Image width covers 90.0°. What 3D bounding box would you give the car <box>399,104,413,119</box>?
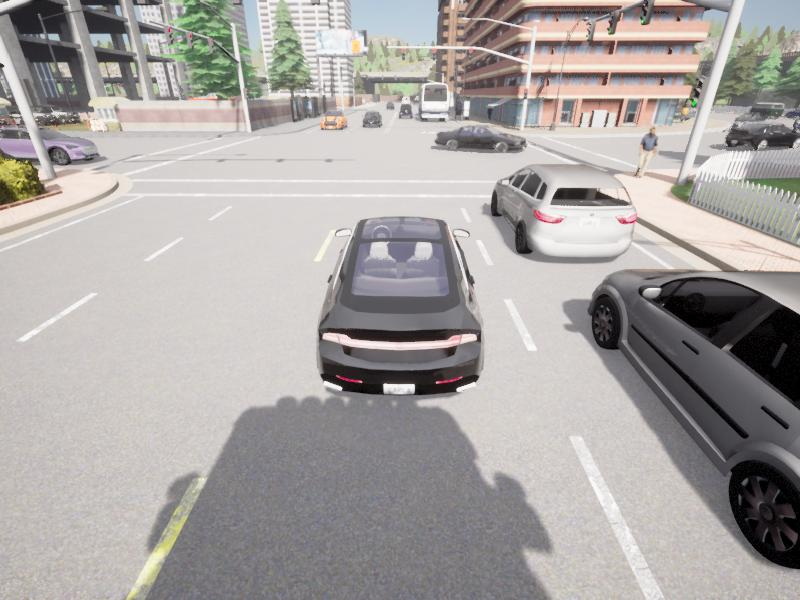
[{"bbox_3d":[0.822,-26.466,56.114,1.905,1.878,3.866,0,27,1],"label":"car"}]

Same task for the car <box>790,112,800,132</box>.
[{"bbox_3d":[37.391,-16.273,36.586,1.970,1.475,3.806,22,35,37],"label":"car"}]

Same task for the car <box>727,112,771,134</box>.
[{"bbox_3d":[30.757,-15.643,35.272,3.705,1.549,1.789,-20,34,-34],"label":"car"}]

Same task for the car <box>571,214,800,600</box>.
[{"bbox_3d":[3.497,0.482,3.924,1.851,1.617,3.988,0,27,1],"label":"car"}]

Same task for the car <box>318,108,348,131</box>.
[{"bbox_3d":[-6.450,-17.664,39.073,2.097,1.767,4.553,0,27,1],"label":"car"}]

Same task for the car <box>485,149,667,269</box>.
[{"bbox_3d":[3.608,-2.400,9.470,2.242,1.667,4.611,1,27,1],"label":"car"}]

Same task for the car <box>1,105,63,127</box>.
[{"bbox_3d":[-36.854,-18.483,40.151,3.866,1.878,1.905,0,27,1],"label":"car"}]

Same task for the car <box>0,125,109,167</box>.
[{"bbox_3d":[-17.282,-7.415,19.167,4.856,1.649,2.033,0,27,1],"label":"car"}]

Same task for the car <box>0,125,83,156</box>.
[{"bbox_3d":[-21.342,-8.925,22.365,5.357,1.411,2.033,0,27,0],"label":"car"}]

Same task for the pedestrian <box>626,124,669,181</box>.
[{"bbox_3d":[9.073,-5.429,14.742,0.751,1.860,0.751,7,28,13],"label":"pedestrian"}]

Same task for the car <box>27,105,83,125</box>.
[{"bbox_3d":[-36.817,-19.826,42.767,3.866,1.878,1.905,0,27,1],"label":"car"}]

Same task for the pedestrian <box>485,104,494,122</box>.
[{"bbox_3d":[10.537,-21.970,47.003,0.751,1.860,0.751,3,27,7],"label":"pedestrian"}]

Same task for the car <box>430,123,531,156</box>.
[{"bbox_3d":[4.676,-9.558,23.662,5.357,1.411,2.033,15,31,27],"label":"car"}]

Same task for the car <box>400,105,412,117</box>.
[{"bbox_3d":[0.933,-29.958,63.300,1.801,1.575,5.366,0,27,1],"label":"car"}]

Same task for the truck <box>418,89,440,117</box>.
[{"bbox_3d":[4.448,-31.288,63.383,2.891,3.827,8.468,0,27,1],"label":"truck"}]

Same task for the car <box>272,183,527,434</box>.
[{"bbox_3d":[0.026,-0.456,5.857,2.128,1.511,4.902,0,27,1],"label":"car"}]

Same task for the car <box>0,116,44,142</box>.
[{"bbox_3d":[-28.484,-12.238,28.587,3.988,1.617,1.851,0,27,0],"label":"car"}]

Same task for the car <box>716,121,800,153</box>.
[{"bbox_3d":[22.102,-9.923,24.199,4.892,1.490,1.837,-8,29,-15],"label":"car"}]

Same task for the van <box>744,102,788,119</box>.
[{"bbox_3d":[51.171,-26.562,56.071,1.775,1.987,4.442,1,27,2],"label":"van"}]

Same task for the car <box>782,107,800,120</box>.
[{"bbox_3d":[54.407,-25.228,54.023,1.816,1.474,4.193,3,27,6],"label":"car"}]

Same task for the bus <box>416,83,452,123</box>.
[{"bbox_3d":[4.143,-25.669,51.980,3.944,4.253,10.273,0,27,1],"label":"bus"}]

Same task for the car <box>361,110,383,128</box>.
[{"bbox_3d":[-2.899,-19.103,42.204,1.837,1.490,4.892,0,27,1],"label":"car"}]

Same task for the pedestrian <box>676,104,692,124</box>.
[{"bbox_3d":[30.492,-19.956,42.956,0.751,1.860,0.751,24,36,39],"label":"pedestrian"}]
